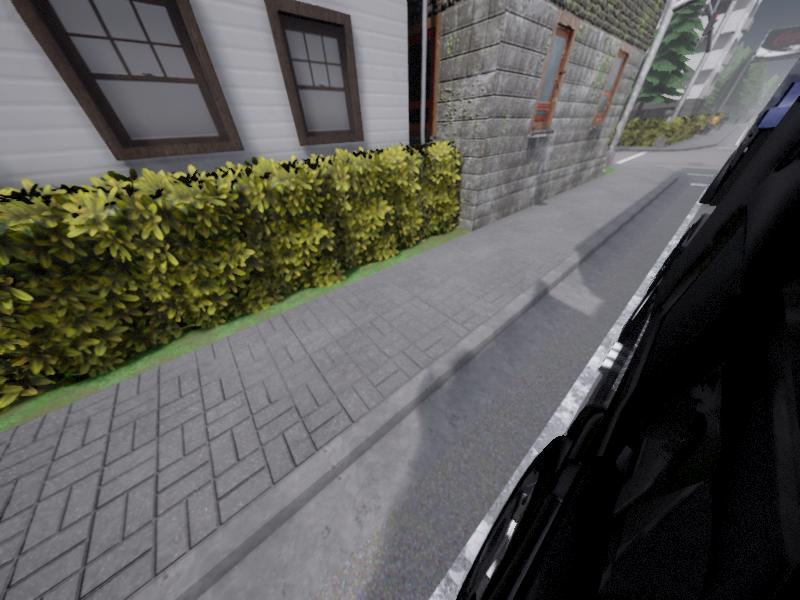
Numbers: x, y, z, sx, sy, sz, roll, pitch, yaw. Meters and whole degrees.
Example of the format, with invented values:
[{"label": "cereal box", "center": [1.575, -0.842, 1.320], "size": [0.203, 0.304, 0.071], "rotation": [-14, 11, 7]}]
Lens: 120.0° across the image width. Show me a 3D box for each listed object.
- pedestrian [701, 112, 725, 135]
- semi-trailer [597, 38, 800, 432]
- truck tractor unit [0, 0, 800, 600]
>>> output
[{"label": "pedestrian", "center": [32.888, -18.534, 24.299], "size": [0.751, 1.860, 0.751], "rotation": [-29, 44, -31]}, {"label": "semi-trailer", "center": [8.717, -3.602, 4.195], "size": [14.254, 4.402, 2.717], "rotation": [-28, 44, -29]}, {"label": "truck tractor unit", "center": [2.645, -0.295, 0.352], "size": [6.516, 4.208, 3.053], "rotation": [-28, 44, -30]}]
